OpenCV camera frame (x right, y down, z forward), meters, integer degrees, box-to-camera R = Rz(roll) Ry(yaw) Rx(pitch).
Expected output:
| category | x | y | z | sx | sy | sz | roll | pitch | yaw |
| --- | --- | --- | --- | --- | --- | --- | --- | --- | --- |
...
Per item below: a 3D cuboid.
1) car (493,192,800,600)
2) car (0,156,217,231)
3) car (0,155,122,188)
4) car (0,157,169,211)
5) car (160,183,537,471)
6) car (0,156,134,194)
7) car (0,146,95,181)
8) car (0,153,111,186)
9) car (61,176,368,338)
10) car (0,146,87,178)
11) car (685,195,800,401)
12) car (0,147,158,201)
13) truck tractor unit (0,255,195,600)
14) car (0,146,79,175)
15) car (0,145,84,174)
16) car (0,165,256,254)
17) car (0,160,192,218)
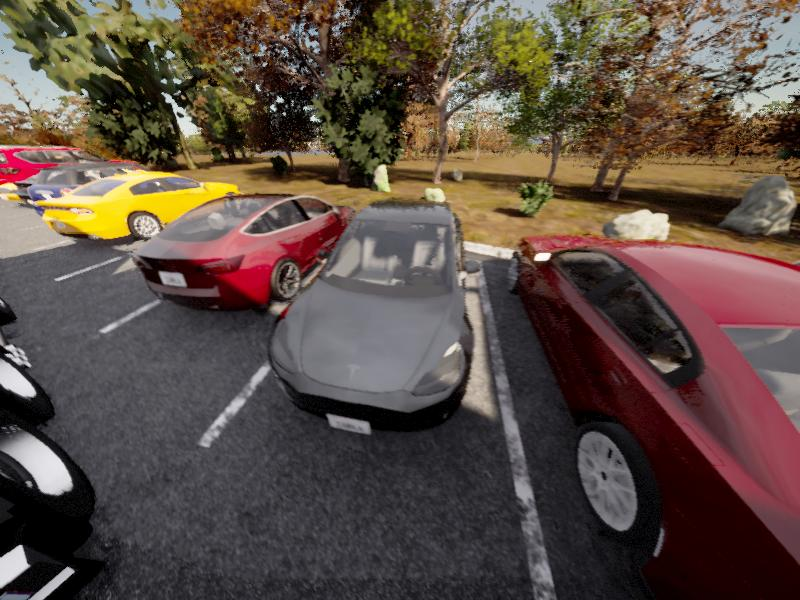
| category | x | y | z | sx | sy | sz | roll | pitch | yaw |
| --- | --- | --- | --- | --- | --- | --- | --- | --- | --- |
| car | 2.581 | 0.182 | 2.389 | 2.097 | 1.535 | 5.008 | 6 | 34 | 9 |
| car | -10.100 | -4.236 | 8.626 | 2.185 | 1.767 | 4.553 | 7 | 35 | 10 |
| car | -22.640 | -8.635 | 15.330 | 2.163 | 1.488 | 4.792 | 7 | 35 | 11 |
| car | -15.155 | -5.833 | 11.176 | 1.946 | 1.575 | 5.366 | 7 | 35 | 10 |
| car | 0.033 | -0.626 | 3.624 | 2.163 | 1.488 | 4.792 | 7 | 35 | 9 |
| car | -20.138 | -7.697 | 13.958 | 2.163 | 1.488 | 4.792 | 7 | 35 | 10 |
| car | -27.677 | -10.578 | 17.715 | 1.878 | 1.987 | 4.442 | 8 | 35 | 10 |
| car | -25.189 | -9.449 | 16.459 | 1.946 | 1.575 | 5.366 | 8 | 35 | 10 |
| car | -2.507 | -1.521 | 4.933 | 2.163 | 1.488 | 4.792 | 6 | 35 | 9 |
| car | -30.186 | -11.484 | 19.039 | 1.878 | 1.987 | 4.442 | 8 | 35 | 10 |
| car | 5.156 | 0.899 | 1.120 | 2.185 | 1.767 | 4.553 | 6 | 35 | 8 |
| car | -17.625 | -7.057 | 12.526 | 2.435 | 2.045 | 5.566 | 7 | 35 | 10 |
| truck tractor unit | -5.096 | -0.315 | 0.802 | 6.516 | 4.208 | 3.053 | 19 | 39 | 25 |
| car | -32.695 | -12.390 | 20.363 | 1.878 | 1.987 | 4.442 | 8 | 35 | 10 |
| car | -35.174 | -13.398 | 21.792 | 2.435 | 2.045 | 5.566 | 7 | 35 | 10 |
| car | -7.577 | -3.263 | 7.426 | 2.097 | 1.535 | 5.008 | 7 | 35 | 10 |
| car | -12.612 | -5.034 | 10.017 | 2.231 | 1.521 | 4.892 | 7 | 35 | 10 |
